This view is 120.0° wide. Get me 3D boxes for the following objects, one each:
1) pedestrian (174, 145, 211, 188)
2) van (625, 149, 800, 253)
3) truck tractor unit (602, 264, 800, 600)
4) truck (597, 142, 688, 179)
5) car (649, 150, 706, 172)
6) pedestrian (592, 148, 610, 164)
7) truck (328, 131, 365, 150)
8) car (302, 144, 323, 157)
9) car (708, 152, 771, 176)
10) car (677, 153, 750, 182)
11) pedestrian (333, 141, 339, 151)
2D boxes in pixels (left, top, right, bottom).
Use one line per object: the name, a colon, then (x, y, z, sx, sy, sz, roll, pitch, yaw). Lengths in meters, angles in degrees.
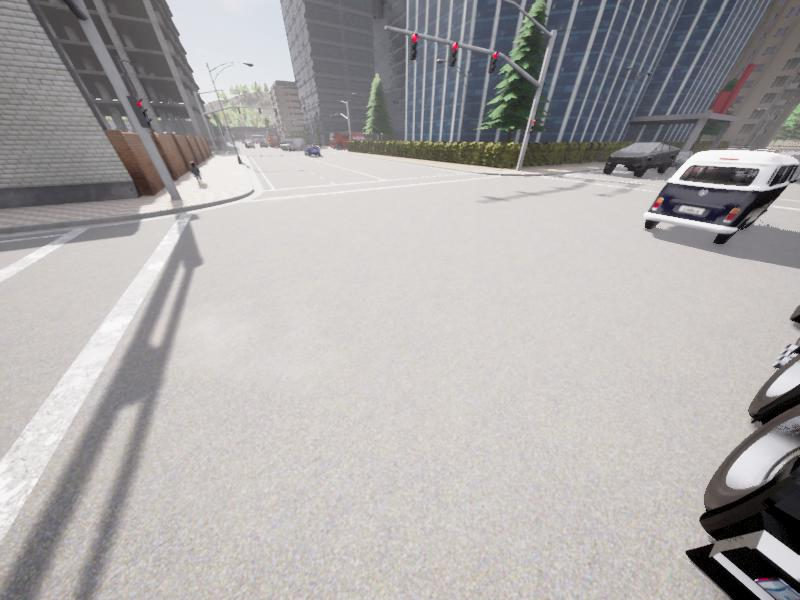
pedestrian: (-10.751, -6.942, 12.036, 0.751, 1.860, 0.751, -21, 40, -28)
van: (9.310, -3.093, 6.683, 4.480, 2.038, 2.069, -17, 38, -25)
truck tractor unit: (5.104, -0.309, 0.777, 6.516, 4.208, 3.053, -19, 39, -24)
truck: (18.482, -10.773, 17.626, 6.274, 2.098, 2.390, -18, 39, -24)
car: (25.294, -12.738, 21.035, 4.674, 1.442, 1.812, -18, 39, -24)
pedestrian: (21.107, -15.151, 24.294, 0.751, 1.300, 0.751, -18, 39, -24)
truck: (-13.485, -40.591, 58.801, 8.468, 3.827, 2.891, -19, 39, -25)
car: (-13.894, -23.598, 36.478, 2.007, 1.525, 4.514, -17, 38, -23)
car: (27.846, -11.238, 18.962, 4.181, 1.385, 1.994, -19, 39, -25)
car: (21.785, -9.287, 16.055, 4.193, 1.474, 1.816, -18, 39, -24)
pedestrian: (-14.841, -35.827, 53.654, 0.751, 1.860, 0.751, -19, 39, -25)
